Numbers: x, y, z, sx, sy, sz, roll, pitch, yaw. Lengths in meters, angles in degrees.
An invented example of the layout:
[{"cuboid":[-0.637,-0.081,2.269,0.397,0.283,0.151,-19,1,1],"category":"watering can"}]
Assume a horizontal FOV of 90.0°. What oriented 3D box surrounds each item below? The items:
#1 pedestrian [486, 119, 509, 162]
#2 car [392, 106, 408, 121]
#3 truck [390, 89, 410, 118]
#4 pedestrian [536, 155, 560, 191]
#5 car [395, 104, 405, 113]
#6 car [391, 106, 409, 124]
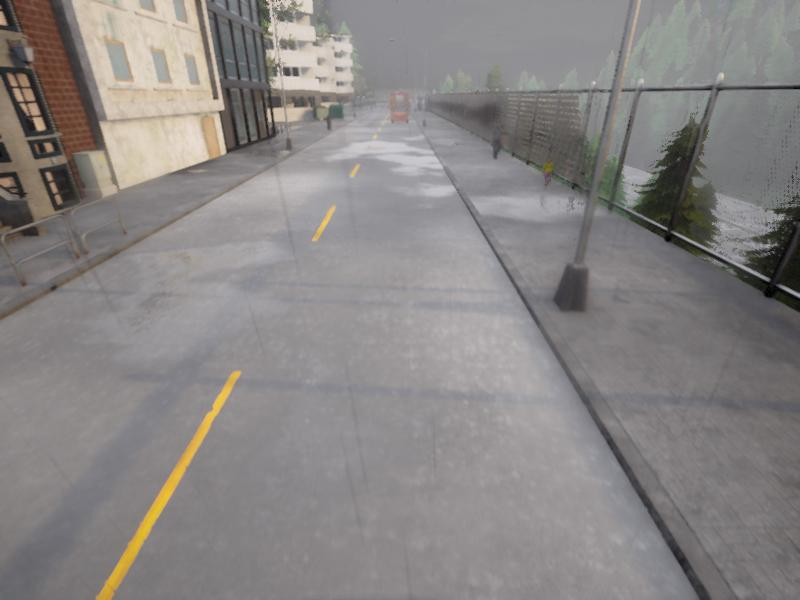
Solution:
[{"cuboid":[4.725,-7.741,19.443,0.751,1.860,0.751,1,27,2],"category":"pedestrian"},{"cuboid":[-0.035,-25.835,55.299,2.152,1.651,5.027,0,27,0],"category":"car"},{"cuboid":[-0.030,-31.230,63.407,2.891,3.827,8.468,0,27,0],"category":"truck"},{"cuboid":[5.002,-4.307,13.574,0.500,1.100,0.500,1,27,2],"category":"pedestrian"},{"cuboid":[-0.044,-38.276,79.715,1.837,1.490,4.892,0,27,0],"category":"car"},{"cuboid":[-0.028,-22.660,48.913,2.097,1.767,4.553,0,27,0],"category":"car"}]
